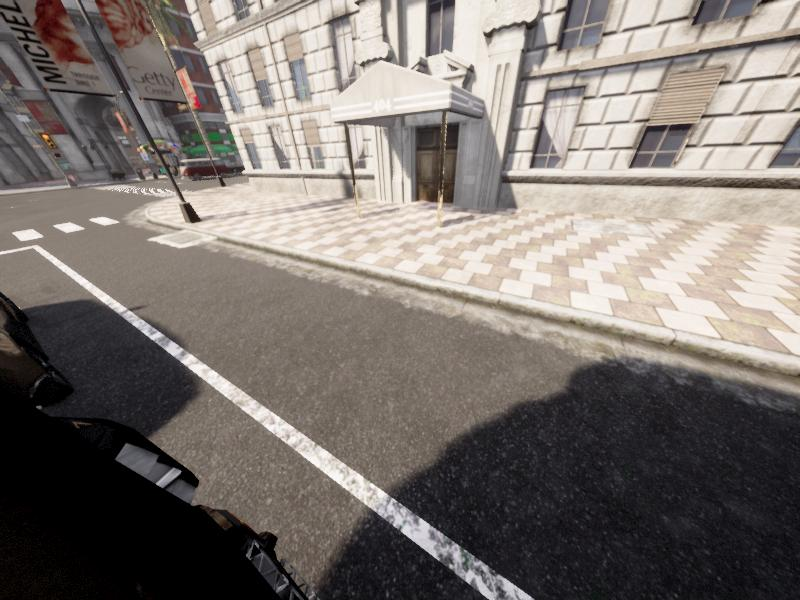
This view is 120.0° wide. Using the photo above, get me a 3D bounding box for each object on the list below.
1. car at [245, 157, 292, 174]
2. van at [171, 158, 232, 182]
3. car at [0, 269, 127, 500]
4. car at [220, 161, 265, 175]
[{"bbox_3d":[-17.928,-18.588,31.826,1.930,1.638,5.238,16,38,26],"label":"car"},{"bbox_3d":[-22.064,-14.637,25.885,1.775,1.987,4.442,16,38,26],"label":"van"},{"bbox_3d":[-5.464,0.512,2.228,4.902,1.511,2.128,15,38,25],"label":"car"},{"bbox_3d":[-21.803,-18.463,32.250,1.895,1.301,4.718,16,38,27],"label":"car"}]
